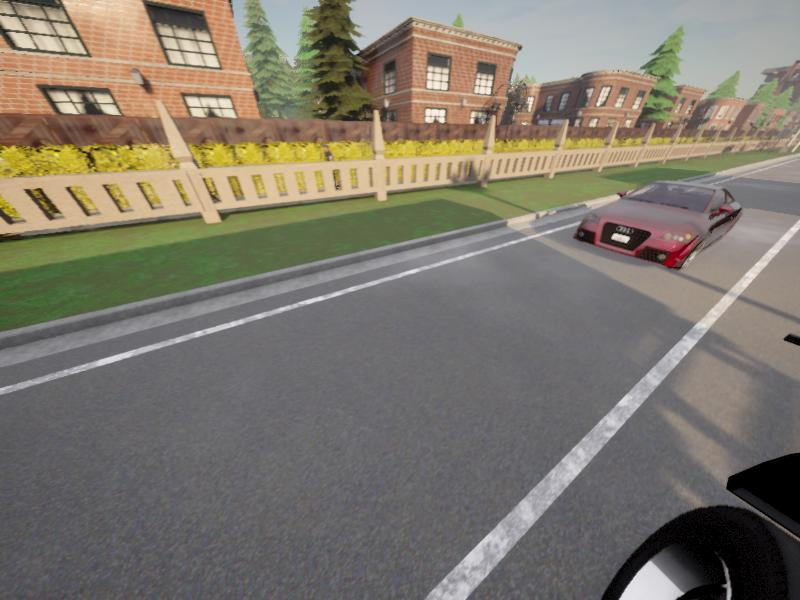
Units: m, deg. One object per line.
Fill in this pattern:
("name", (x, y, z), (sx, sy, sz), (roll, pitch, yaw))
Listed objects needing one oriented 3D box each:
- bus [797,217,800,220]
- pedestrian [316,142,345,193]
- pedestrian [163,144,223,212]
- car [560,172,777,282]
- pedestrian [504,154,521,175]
("bus", (18.238, -4.851, 6.944), (10.273, 4.253, 3.944), (-19, 40, -24))
("pedestrian", (-3.027, -5.843, 10.185), (0.751, 1.860, 0.751), (-19, 40, -25))
("pedestrian", (-6.722, -4.014, 7.632), (0.751, 1.860, 0.751), (-20, 40, -26))
("car", (6.279, -2.016, 5.497), (4.181, 1.385, 1.994), (-19, 40, -24))
("pedestrian", (7.123, -8.559, 14.614), (0.500, 1.100, 0.500), (-19, 39, -24))
